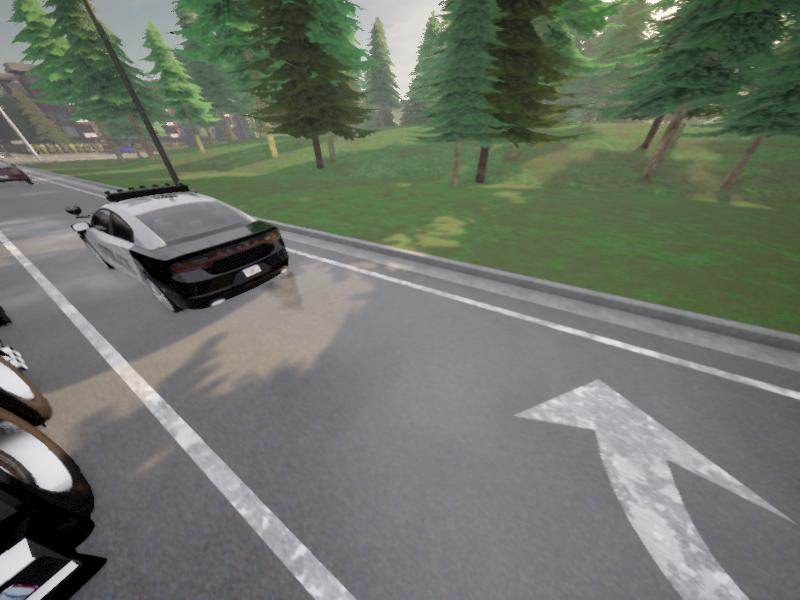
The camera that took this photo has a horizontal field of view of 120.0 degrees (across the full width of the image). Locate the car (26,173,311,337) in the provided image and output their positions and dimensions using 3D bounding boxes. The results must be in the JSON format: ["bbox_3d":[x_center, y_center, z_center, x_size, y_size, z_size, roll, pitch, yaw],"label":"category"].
[{"bbox_3d":[-4.557,-1.355,4.582,5.238,1.638,1.930,18,39,24],"label":"car"}]

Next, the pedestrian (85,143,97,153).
[{"bbox_3d":[-72.008,-35.414,53.827,0.751,1.860,0.751,16,38,22],"label":"pedestrian"}]

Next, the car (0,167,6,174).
[{"bbox_3d":[-37.796,-12.131,20.452,5.238,1.638,1.930,18,39,24],"label":"car"}]

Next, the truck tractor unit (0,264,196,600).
[{"bbox_3d":[-5.114,-0.294,0.794,6.516,4.208,3.053,18,39,24],"label":"truck tractor unit"}]

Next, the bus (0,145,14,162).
[{"bbox_3d":[-59.826,-19.641,29.213,3.944,4.253,10.273,18,39,25],"label":"bus"}]

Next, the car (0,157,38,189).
[{"bbox_3d":[-26.073,-8.249,14.910,4.674,1.442,1.812,17,39,24],"label":"car"}]
